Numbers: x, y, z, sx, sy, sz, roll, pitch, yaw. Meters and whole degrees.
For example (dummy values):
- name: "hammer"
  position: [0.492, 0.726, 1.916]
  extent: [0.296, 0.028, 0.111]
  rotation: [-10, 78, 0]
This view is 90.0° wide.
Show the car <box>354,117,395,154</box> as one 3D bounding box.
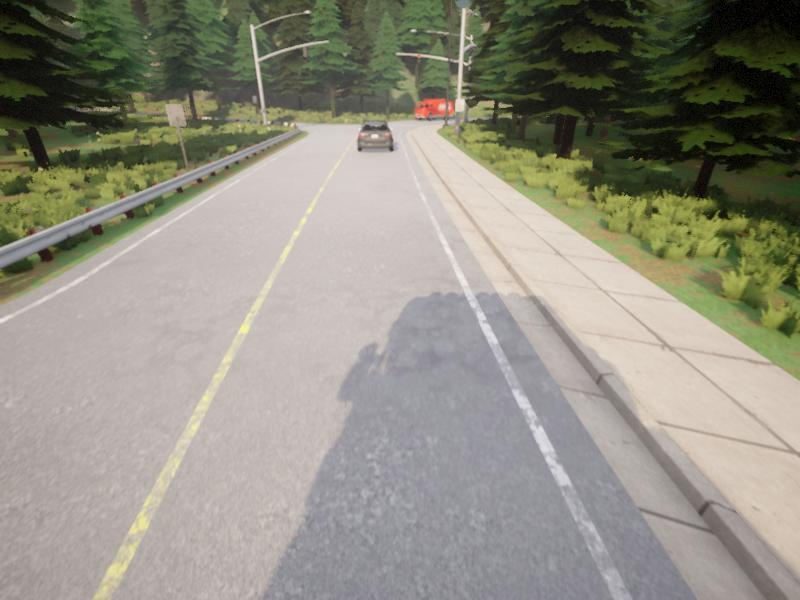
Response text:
- name: "car"
  position: [-1.504, -10.222, 24.661]
  extent: [2.242, 1.667, 4.611]
  rotation: [-1, 27, -2]

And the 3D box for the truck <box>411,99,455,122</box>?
- name: "truck"
  position: [4.244, -24.250, 51.055]
  extent: [5.204, 2.467, 2.627]
  rotation: [-21, 34, -36]
